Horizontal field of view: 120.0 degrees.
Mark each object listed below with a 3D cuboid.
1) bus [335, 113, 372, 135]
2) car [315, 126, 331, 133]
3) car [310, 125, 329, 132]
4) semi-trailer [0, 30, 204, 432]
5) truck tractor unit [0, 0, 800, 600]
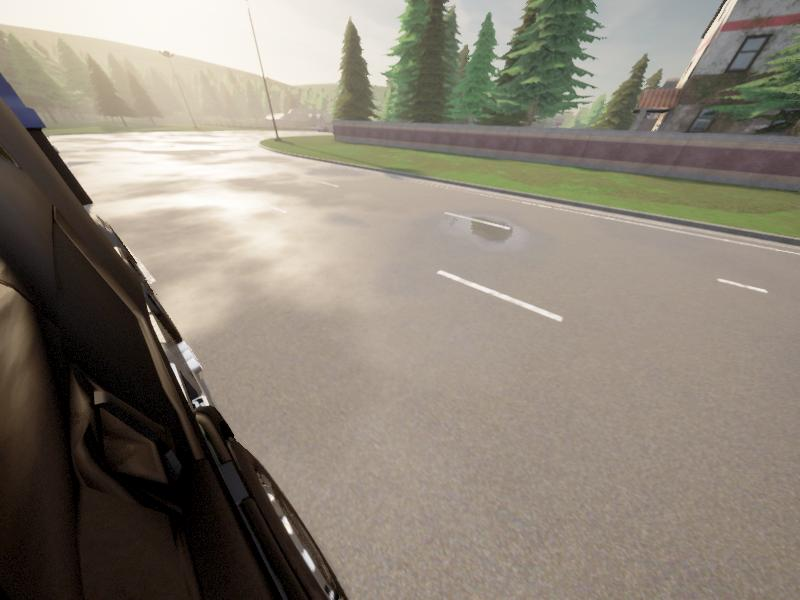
[{"bbox_3d":[-11.764,-45.516,59.940,3.944,4.253,10.273,17,39,18],"label":"bus"},{"bbox_3d":[-21.275,-47.560,64.357,1.816,1.474,4.193,17,39,18],"label":"car"},{"bbox_3d":[-23.359,-49.704,67.083,2.163,1.488,4.792,19,40,21],"label":"car"},{"bbox_3d":[-8.806,-3.536,4.110,14.254,4.402,2.717,27,43,29],"label":"semi-trailer"},{"bbox_3d":[-2.645,-0.295,0.352,6.516,4.208,3.053,28,44,30],"label":"truck tractor unit"}]
